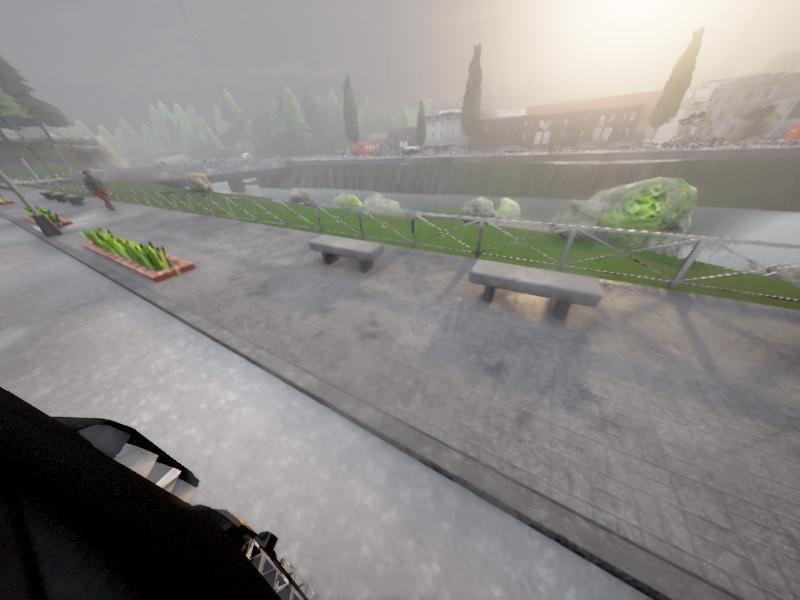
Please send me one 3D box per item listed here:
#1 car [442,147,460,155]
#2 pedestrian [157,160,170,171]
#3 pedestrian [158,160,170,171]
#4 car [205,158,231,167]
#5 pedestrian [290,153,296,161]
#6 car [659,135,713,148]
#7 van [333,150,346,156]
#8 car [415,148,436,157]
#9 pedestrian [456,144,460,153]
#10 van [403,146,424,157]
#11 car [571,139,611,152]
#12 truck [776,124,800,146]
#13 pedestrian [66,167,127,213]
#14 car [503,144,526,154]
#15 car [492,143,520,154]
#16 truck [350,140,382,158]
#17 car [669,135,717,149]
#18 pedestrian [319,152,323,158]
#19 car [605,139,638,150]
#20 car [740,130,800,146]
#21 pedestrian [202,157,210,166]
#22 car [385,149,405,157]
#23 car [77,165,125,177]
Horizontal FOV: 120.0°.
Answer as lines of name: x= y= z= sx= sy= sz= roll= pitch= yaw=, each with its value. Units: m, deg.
car: x=12.383 y=-36.247 z=56.201 sx=3.806 sy=1.475 sz=1.970 roll=15 pitch=38 yaw=25
pedestrian: x=-46.598 y=-26.510 z=45.524 sx=0.751 sy=1.860 sz=0.751 roll=4 pitch=34 yaw=10
pedestrian: x=-47.429 y=-27.059 z=46.415 sx=0.751 sy=1.860 sz=0.751 roll=15 pitch=38 yaw=25
car: x=-47.092 y=-35.619 z=59.793 sx=2.242 sy=1.667 sz=4.611 roll=15 pitch=38 yaw=25
pedestrian: x=-30.988 y=-41.466 z=66.825 sx=0.751 sy=1.860 sz=0.751 roll=4 pitch=34 yaw=10
car: x=47.833 y=-26.640 z=38.858 sx=5.238 sy=1.638 sz=1.930 roll=16 pitch=38 yaw=26
van: x=-24.335 y=-59.347 z=93.291 sx=2.069 sy=2.038 sz=4.480 roll=15 pitch=38 yaw=25
car: x=6.461 y=-37.805 z=59.126 sx=5.027 sy=1.651 sz=2.152 roll=15 pitch=38 yaw=25
pedestrian: x=15.563 y=-40.458 z=61.739 sx=0.751 sy=1.860 sz=0.751 roll=9 pitch=36 yaw=18
van: x=3.297 y=-36.426 z=56.651 sx=4.480 sy=2.038 sz=2.069 roll=16 pitch=38 yaw=24
car: x=34.306 y=-27.874 z=41.759 sx=5.238 sy=1.638 sz=1.930 roll=16 pitch=38 yaw=26
truck: x=56.230 y=-22.221 z=30.817 sx=5.204 sy=2.467 sz=2.627 roll=15 pitch=38 yaw=25
pedestrian: x=-14.157 y=-5.130 z=10.848 sx=0.751 sy=1.860 sz=0.751 roll=7 pitch=35 yaw=14
car: x=23.384 y=-30.776 z=47.119 sx=3.806 sy=1.475 sz=1.970 roll=16 pitch=38 yaw=26
car: x=23.307 y=-33.346 z=50.843 sx=5.238 sy=1.638 sz=1.930 roll=15 pitch=38 yaw=25
truck: x=-9.735 y=-43.234 z=66.278 sx=8.468 sy=3.827 sz=2.891 roll=15 pitch=38 yaw=25
car: x=45.714 y=-24.750 z=36.210 sx=3.988 sy=1.617 sz=1.851 roll=16 pitch=38 yaw=26
pedestrian: x=-29.092 y=-53.483 z=84.948 sx=0.751 sy=1.860 sz=0.751 roll=17 pitch=38 yaw=27
car: x=40.519 y=-28.517 z=42.396 sx=3.806 sy=1.475 sz=1.970 roll=16 pitch=38 yaw=26
car: x=56.148 y=-24.384 z=34.834 sx=4.856 sy=1.649 sz=2.033 roll=16 pitch=38 yaw=26
pedestrian: x=-51.395 y=-36.637 z=61.133 sx=0.751 sy=1.860 sz=0.751 roll=3 pitch=34 yaw=8
car: x=-1.395 y=-40.066 z=62.857 sx=4.856 sy=1.649 sz=2.033 roll=15 pitch=38 yaw=25
car: x=-54.390 y=-23.542 z=42.133 sx=2.038 sy=1.542 sz=4.974 roll=15 pitch=38 yaw=25
